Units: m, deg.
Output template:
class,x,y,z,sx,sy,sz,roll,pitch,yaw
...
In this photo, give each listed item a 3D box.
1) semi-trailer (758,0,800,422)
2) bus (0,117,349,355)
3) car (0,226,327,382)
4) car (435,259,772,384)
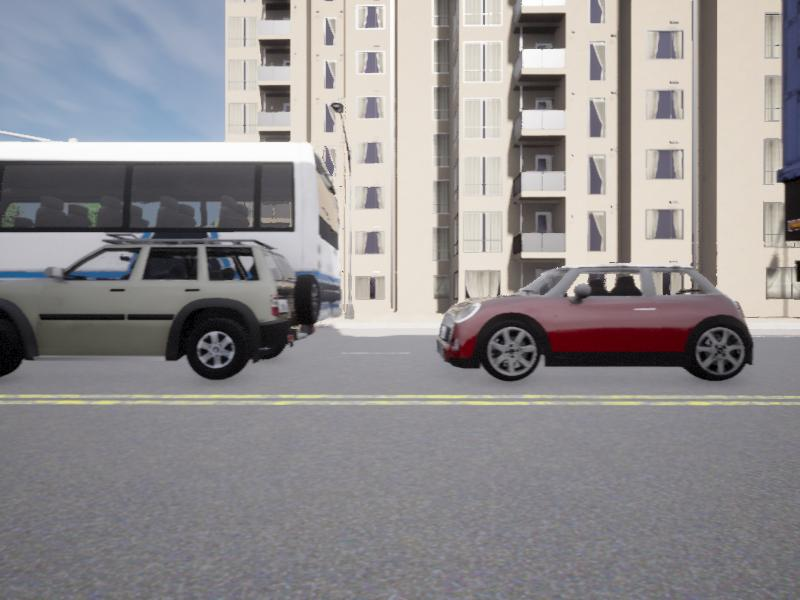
class,x,y,z,sx,sy,sz,roll,pitch,yaw
semi-trailer,10.316,-1.210,2.190,14.254,4.402,2.717,0,0,0
bus,-6.565,-1.139,9.109,10.273,4.253,3.944,0,0,0
car,-3.530,0.050,5.724,4.605,1.855,1.932,0,0,0
car,2.488,0.254,5.708,3.806,1.475,1.970,0,0,0
